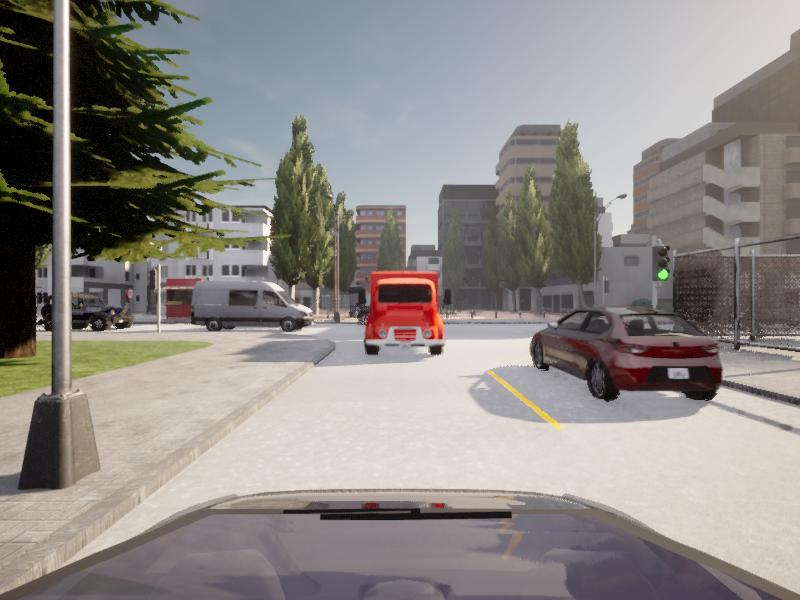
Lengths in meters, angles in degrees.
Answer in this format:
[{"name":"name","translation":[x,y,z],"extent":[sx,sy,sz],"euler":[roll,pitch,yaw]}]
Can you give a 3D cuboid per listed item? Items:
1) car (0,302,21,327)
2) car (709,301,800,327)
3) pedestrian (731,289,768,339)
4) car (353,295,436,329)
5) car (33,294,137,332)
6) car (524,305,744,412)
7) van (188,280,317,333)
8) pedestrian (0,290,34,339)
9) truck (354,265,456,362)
[{"name":"car","translation":[-26.630,0.847,24.598],"extent":[4.892,1.490,1.837],"euler":[1,0,0]},{"name":"car","translation":[22.111,0.829,24.690],"extent":[4.514,1.525,2.007],"euler":[0,0,0]},{"name":"pedestrian","translation":[13.407,0.525,15.357],"extent":[0.751,1.860,0.751],"euler":[0,0,0]},{"name":"car","translation":[-0.355,0.654,23.751],"extent":[4.605,1.855,1.932],"euler":[0,0,31]},{"name":"car","translation":[-16.120,0.646,20.606],"extent":[3.866,1.878,1.905],"euler":[0,0,0]},{"name":"car","translation":[3.979,0.854,7.782],"extent":[1.816,1.474,4.193],"euler":[0,0,0]},{"name":"van","translation":[-7.446,0.322,20.615],"extent":[5.915,2.561,1.988],"euler":[0,0,0]},{"name":"pedestrian","translation":[-14.886,0.534,15.485],"extent":[0.751,1.860,0.751],"euler":[0,0,-6]},{"name":"truck","translation":[0.130,0.365,12.840],"extent":[2.627,2.467,5.204],"euler":[0,-1,0]}]
